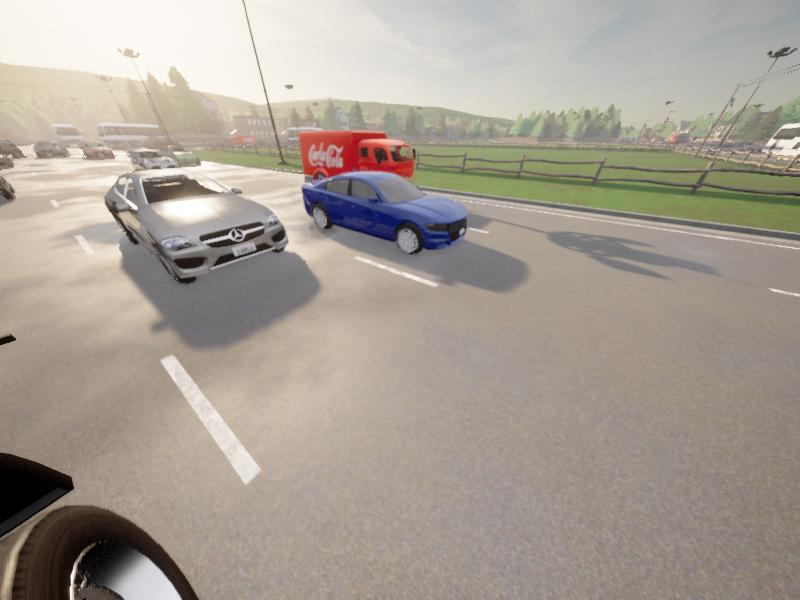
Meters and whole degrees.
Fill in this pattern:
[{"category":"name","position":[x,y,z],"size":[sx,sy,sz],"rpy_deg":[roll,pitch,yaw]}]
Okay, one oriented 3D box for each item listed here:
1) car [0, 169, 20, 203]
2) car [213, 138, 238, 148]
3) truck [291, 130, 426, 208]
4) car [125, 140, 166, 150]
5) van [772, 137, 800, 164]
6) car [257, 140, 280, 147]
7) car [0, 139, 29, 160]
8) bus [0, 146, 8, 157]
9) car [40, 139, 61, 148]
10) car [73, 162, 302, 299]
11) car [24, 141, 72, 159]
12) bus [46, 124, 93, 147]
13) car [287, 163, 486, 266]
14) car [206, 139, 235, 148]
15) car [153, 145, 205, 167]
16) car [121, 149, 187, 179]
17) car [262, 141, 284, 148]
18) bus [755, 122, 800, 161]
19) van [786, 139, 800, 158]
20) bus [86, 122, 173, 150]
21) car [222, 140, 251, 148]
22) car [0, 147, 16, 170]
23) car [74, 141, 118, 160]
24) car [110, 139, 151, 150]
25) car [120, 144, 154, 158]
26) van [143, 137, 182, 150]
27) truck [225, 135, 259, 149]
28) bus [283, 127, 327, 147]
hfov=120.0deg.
[{"category":"car","position":[-17.795,-4.961,9.446],"size":[3.705,1.549,1.789],"rpy_deg":[23,41,29]},{"category":"car","position":[-41.764,-37.606,55.301],"size":[1.905,1.878,3.866],"rpy_deg":[22,41,28]},{"category":"truck","position":[-1.863,-6.070,10.368],"size":[5.204,2.467,2.627],"rpy_deg":[23,41,28]},{"category":"car","position":[-49.415,-30.179,45.038],"size":[2.163,1.488,4.792],"rpy_deg":[14,37,18]},{"category":"van","position":[48.178,-17.692,27.274],"size":[1.988,2.561,5.915],"rpy_deg":[22,41,28]},{"category":"car","position":[-35.550,-42.483,62.591],"size":[1.882,1.535,5.008],"rpy_deg":[22,41,28]},{"category":"car","position":[-44.862,-17.043,26.069],"size":[1.905,1.878,3.866],"rpy_deg":[-28,44,-34]},{"category":"bus","position":[-48.325,-17.121,24.095],"size":[3.944,4.253,10.273],"rpy_deg":[-27,43,-32]},{"category":"car","position":[-78.737,-35.370,52.058],"size":[5.366,1.575,1.801],"rpy_deg":[23,41,28]},{"category":"car","position":[-4.947,-2.044,5.366],"size":[5.027,1.651,2.152],"rpy_deg":[23,41,29]},{"category":"car","position":[-42.429,-18.254,28.002],"size":[2.242,1.667,4.611],"rpy_deg":[-30,45,-35]},{"category":"bus","position":[-78.142,-38.778,54.589],"size":[10.273,4.253,3.944],"rpy_deg":[22,41,28]},{"category":"car","position":[-0.595,-2.669,6.365],"size":[5.008,1.535,1.882],"rpy_deg":[23,41,28]},{"category":"car","position":[-44.373,-38.883,57.324],"size":[2.152,1.651,5.027],"rpy_deg":[22,41,28]},{"category":"car","position":[-20.844,-13.635,21.764],"size":[4.514,1.525,2.007],"rpy_deg":[23,41,29]},{"category":"car","position":[-17.029,-9.526,16.006],"size":[3.806,1.475,1.970],"rpy_deg":[23,41,28]},{"category":"car","position":[-31.453,-38.752,57.475],"size":[1.994,1.385,4.181],"rpy_deg":[23,41,28]},{"category":"bus","position":[57.940,-22.727,33.014],"size":[3.944,4.253,10.273],"rpy_deg":[22,41,28]},{"category":"van","position":[63.380,-23.037,35.093],"size":[2.351,2.431,6.366],"rpy_deg":[22,41,28]},{"category":"bus","position":[-55.186,-33.871,47.826],"size":[3.944,4.253,10.273],"rpy_deg":[17,38,22]},{"category":"car","position":[-38.395,-36.689,54.358],"size":[2.128,1.511,4.902],"rpy_deg":[22,41,28]},{"category":"car","position":[-33.497,-11.483,18.729],"size":[4.181,1.385,1.994],"rpy_deg":[24,41,29]},{"category":"car","position":[-35.570,-17.518,27.019],"size":[4.611,1.667,2.242],"rpy_deg":[24,42,30]},{"category":"car","position":[-52.951,-30.668,45.538],"size":[2.242,1.667,4.611],"rpy_deg":[11,36,15]},{"category":"car","position":[-33.968,-19.277,29.795],"size":[4.181,1.385,1.994],"rpy_deg":[25,42,31]},{"category":"van","position":[-45.809,-30.236,44.717],"size":[1.775,1.987,4.442],"rpy_deg":[16,38,21]},{"category":"truck","position":[-35.670,-35.798,52.281],"size":[2.627,2.467,5.204],"rpy_deg":[22,41,28]},{"category":"bus","position":[-25.623,-44.517,63.216],"size":[3.944,4.253,10.273],"rpy_deg":[22,41,28]}]
